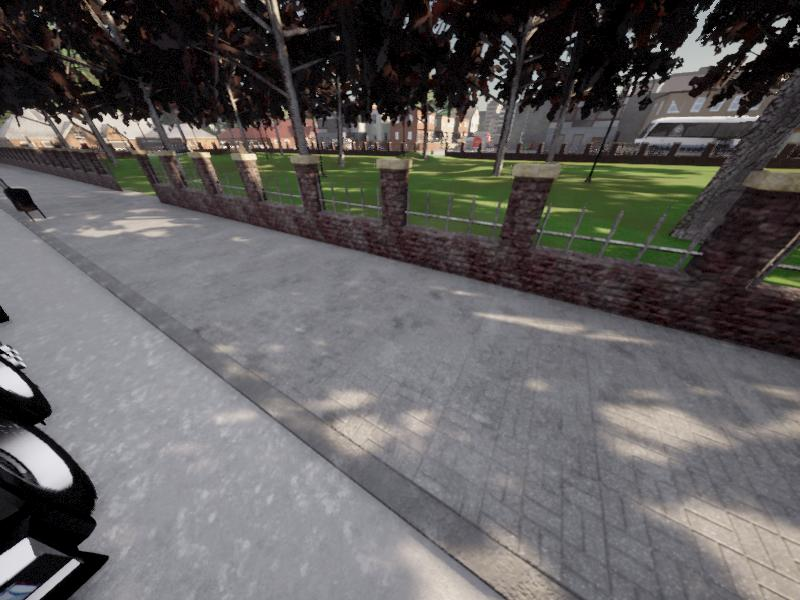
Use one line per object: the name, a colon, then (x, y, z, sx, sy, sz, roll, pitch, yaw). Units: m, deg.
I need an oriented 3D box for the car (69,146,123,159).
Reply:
car: (-50.087, -24.450, 38.172, 1.882, 1.535, 5.008, 17, 39, 24)

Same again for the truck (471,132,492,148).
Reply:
truck: (24.233, -47.304, 68.364, 2.891, 3.827, 8.468, 20, 40, 26)

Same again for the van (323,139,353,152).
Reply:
van: (-14.071, -35.218, 52.554, 6.366, 2.431, 2.351, 18, 39, 24)

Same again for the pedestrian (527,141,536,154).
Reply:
pedestrian: (22.476, -26.079, 39.401, 0.751, 1.860, 0.751, 19, 39, 26)

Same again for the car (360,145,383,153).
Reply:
car: (-5.997, -31.777, 48.537, 4.718, 1.301, 1.895, 20, 40, 27)

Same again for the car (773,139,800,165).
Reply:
car: (41.522, -14.106, 22.104, 5.566, 2.045, 2.150, 17, 38, 22)

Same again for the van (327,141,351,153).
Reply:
van: (-12.546, -31.724, 47.912, 4.442, 1.987, 1.775, 16, 38, 22)

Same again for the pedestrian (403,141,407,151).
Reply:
pedestrian: (1.139, -33.221, 49.817, 0.751, 1.860, 0.751, -3, 35, -3)

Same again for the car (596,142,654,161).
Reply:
car: (27.766, -18.574, 28.785, 4.605, 1.855, 1.932, 18, 39, 24)

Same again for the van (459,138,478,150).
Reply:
van: (17.573, -39.913, 59.030, 2.351, 2.431, 6.366, 20, 40, 26)

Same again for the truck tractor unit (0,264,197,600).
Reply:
truck tractor unit: (-5.109, -0.304, 0.775, 6.516, 4.208, 3.053, 18, 39, 24)

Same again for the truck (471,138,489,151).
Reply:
truck: (19.055, -37.071, 54.914, 2.627, 2.467, 5.204, 17, 39, 23)

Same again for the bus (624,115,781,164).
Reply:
bus: (35.237, -19.590, 28.135, 10.273, 4.253, 3.944, 20, 40, 24)
